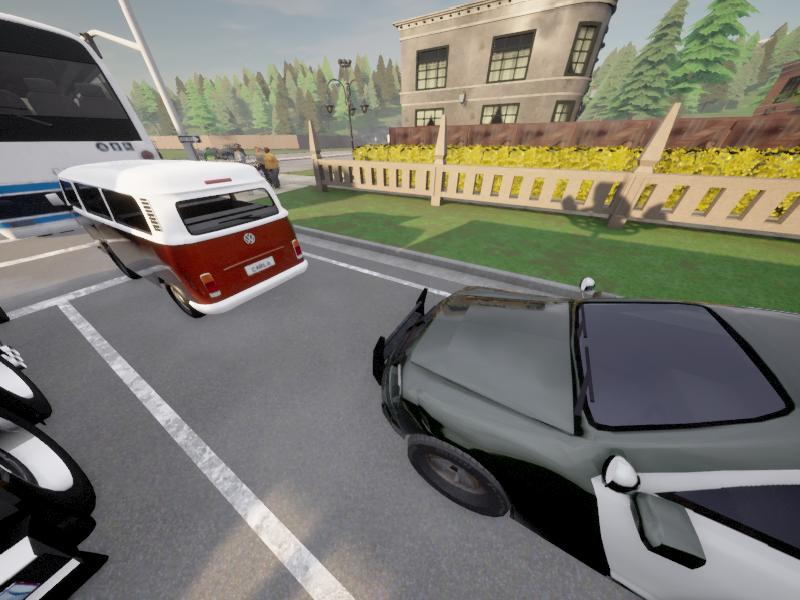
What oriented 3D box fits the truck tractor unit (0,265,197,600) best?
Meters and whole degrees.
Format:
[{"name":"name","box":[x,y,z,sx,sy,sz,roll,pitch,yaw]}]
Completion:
[{"name":"truck tractor unit","box":[-5.113,-0.299,0.778,6.516,4.208,3.053,18,39,24]}]

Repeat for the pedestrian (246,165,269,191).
[{"name":"pedestrian","box":[-7.024,-6.025,11.423,0.500,1.100,0.500,9,36,13]}]

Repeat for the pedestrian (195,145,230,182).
[{"name":"pedestrian","box":[-11.115,-8.108,13.733,0.751,1.860,0.751,16,38,22]}]

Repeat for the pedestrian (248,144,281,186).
[{"name":"pedestrian","box":[-7.372,-7.361,12.607,0.751,1.860,0.751,18,39,25]}]

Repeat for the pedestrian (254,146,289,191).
[{"name":"pedestrian","box":[-6.344,-6.553,11.511,0.751,1.860,0.751,11,36,15]}]

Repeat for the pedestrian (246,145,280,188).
[{"name":"pedestrian","box":[-6.999,-6.846,11.899,0.751,1.860,0.751,4,35,6]}]

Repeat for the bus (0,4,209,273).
[{"name":"bus","box":[-11.418,-4.921,7.425,10.273,4.253,3.944,23,41,30]}]

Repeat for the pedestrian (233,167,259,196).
[{"name":"pedestrian","box":[-6.968,-5.379,10.495,0.500,1.100,0.500,-5,35,-7]}]

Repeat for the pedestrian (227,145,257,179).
[{"name":"pedestrian","box":[-10.319,-9.048,15.121,0.751,1.860,0.751,14,37,19]}]

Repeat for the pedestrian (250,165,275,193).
[{"name":"pedestrian","box":[-6.576,-5.787,11.078,0.500,1.100,0.500,16,38,22]}]

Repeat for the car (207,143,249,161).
[{"name":"car","box":[-23.769,-20.659,32.168,1.905,1.878,3.866,18,39,25]}]

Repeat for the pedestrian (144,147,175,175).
[{"name":"pedestrian","box":[-18.893,-10.947,18.178,0.751,1.860,0.751,14,37,20]}]

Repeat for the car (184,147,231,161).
[{"name":"car","box":[-27.334,-20.945,32.996,1.812,1.442,4.674,18,39,25]}]

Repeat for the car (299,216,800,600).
[{"name":"car","box":[2.106,0.843,1.431,4.974,1.542,2.038,18,39,24]}]

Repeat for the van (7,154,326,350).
[{"name":"van","box":[-3.918,-1.327,4.143,4.480,2.038,2.069,18,39,24]}]
